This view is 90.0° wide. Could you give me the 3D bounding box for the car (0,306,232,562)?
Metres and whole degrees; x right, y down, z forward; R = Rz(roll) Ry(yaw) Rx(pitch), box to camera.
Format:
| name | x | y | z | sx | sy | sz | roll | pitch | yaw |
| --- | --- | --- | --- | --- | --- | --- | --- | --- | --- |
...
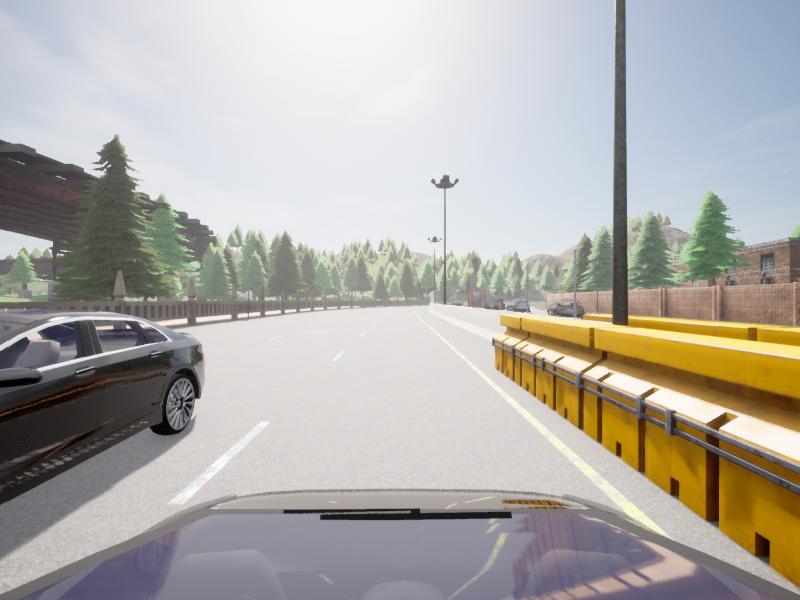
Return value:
| name | x | y | z | sx | sy | sz | roll | pitch | yaw |
| --- | --- | --- | --- | --- | --- | --- | --- | --- | --- |
| car | -3.500 | 0.837 | 3.363 | 2.128 | 1.511 | 4.902 | 0 | 0 | 0 |
